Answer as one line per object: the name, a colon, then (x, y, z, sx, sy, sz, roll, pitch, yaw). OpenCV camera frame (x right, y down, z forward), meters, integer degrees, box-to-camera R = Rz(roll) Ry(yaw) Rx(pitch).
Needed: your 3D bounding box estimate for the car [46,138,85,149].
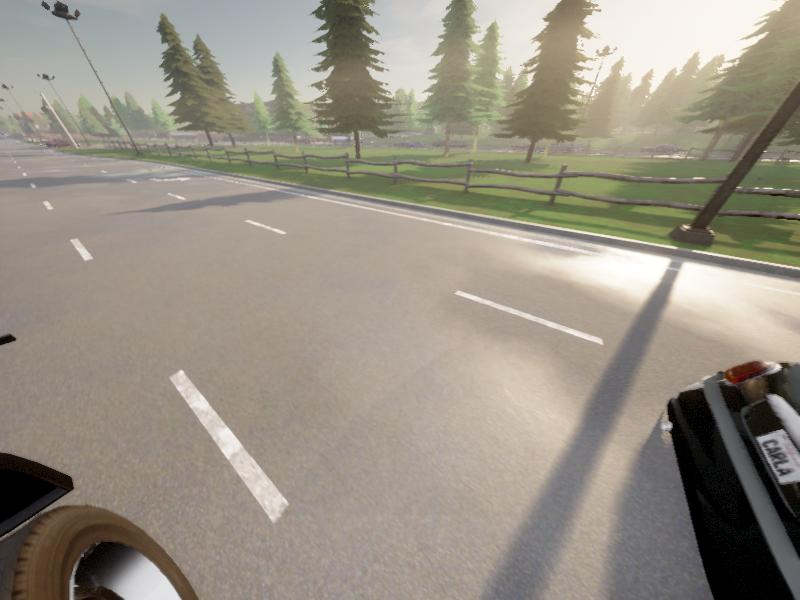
car: (-67.330, -31.574, 46.557, 1.851, 1.617, 3.988, 23, 41, 28)

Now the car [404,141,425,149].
car: (3.415, -36.655, 54.569, 4.514, 1.525, 2.007, 22, 41, 28)

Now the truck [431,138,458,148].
truck: (11.442, -41.013, 60.291, 6.274, 2.098, 2.390, 22, 41, 28)

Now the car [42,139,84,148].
car: (-70.210, -32.684, 48.211, 2.163, 1.488, 4.792, 23, 41, 28)

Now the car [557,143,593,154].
car: (31.670, -27.515, 41.871, 4.974, 1.542, 2.038, 22, 41, 28)

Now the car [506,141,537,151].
car: (25.645, -32.509, 48.788, 5.238, 1.638, 1.930, 23, 41, 28)

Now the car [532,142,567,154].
car: (26.601, -27.170, 41.247, 4.856, 1.649, 2.033, 22, 41, 28)

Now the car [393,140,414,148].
car: (0.899, -40.222, 59.465, 5.238, 1.638, 1.930, 22, 41, 28)

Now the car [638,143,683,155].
car: (45.785, -26.649, 40.780, 5.008, 1.535, 1.882, 23, 41, 28)

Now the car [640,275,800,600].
car: (3.563, 1.529, 0.494, 3.806, 1.475, 1.970, 22, 41, 28)

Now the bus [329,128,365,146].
bus: (-15.552, -47.976, 68.019, 10.273, 4.253, 3.944, 22, 41, 28)

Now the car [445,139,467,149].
car: (13.407, -37.641, 55.732, 4.605, 1.855, 1.932, 22, 41, 28)
